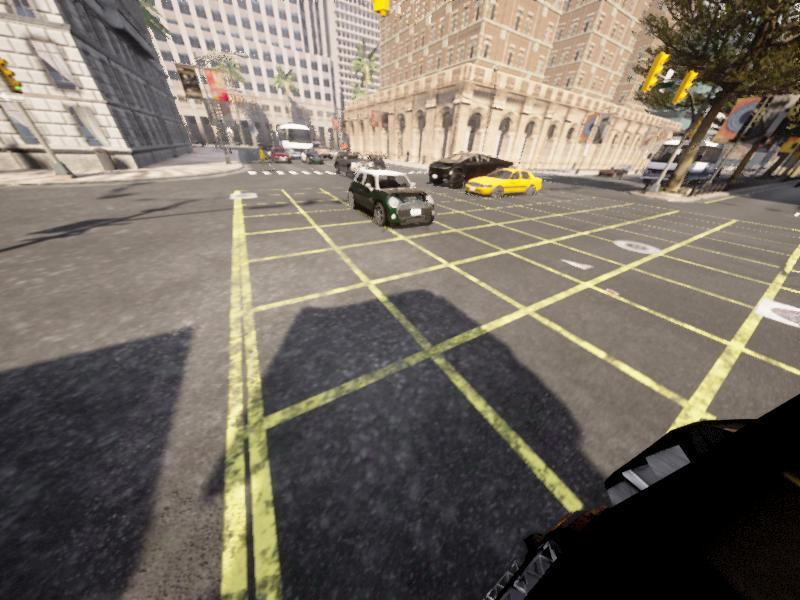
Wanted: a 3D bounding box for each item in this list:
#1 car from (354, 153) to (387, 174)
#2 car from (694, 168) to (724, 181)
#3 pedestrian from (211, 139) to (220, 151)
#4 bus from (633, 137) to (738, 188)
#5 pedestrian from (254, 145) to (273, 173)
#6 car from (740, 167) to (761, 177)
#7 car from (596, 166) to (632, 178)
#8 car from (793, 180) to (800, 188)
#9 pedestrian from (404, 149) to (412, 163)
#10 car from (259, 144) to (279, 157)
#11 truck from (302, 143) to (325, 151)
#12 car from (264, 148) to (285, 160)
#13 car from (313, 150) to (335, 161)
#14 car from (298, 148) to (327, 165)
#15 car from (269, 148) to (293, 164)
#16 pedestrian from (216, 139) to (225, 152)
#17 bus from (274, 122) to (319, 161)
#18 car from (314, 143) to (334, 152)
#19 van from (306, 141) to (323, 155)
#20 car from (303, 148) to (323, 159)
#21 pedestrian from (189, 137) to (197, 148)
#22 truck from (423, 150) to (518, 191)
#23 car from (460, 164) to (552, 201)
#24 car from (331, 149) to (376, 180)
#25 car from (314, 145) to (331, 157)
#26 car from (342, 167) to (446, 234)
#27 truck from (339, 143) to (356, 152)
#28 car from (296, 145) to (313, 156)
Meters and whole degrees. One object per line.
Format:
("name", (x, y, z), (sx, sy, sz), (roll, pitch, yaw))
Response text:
("car", (-3.044, -13.875, 23.404), (1.816, 1.474, 4.193), (-15, 38, -26))
("car", (48.131, -19.583, 36.069), (1.845, 1.501, 3.633), (27, 41, 32))
("pedestrian", (-34.439, -29.016, 43.152), (0.751, 1.860, 0.751), (-12, 36, -21))
("bus", (32.111, -15.442, 26.055), (10.273, 4.253, 3.944), (-16, 38, -26))
("pedestrian", (-10.778, -11.142, 18.257), (0.751, 1.860, 0.751), (-21, 40, -32))
("car", (84.795, -30.975, 55.915), (4.605, 1.855, 1.932), (-24, 42, -34))
("car", (30.014, -18.018, 32.461), (4.718, 1.301, 1.895), (-16, 38, -26))
("car", (56.894, -16.311, 31.863), (3.806, 1.475, 1.970), (-16, 38, -26))
("pedestrian", (1.260, -22.677, 36.399), (0.751, 1.860, 0.751), (-16, 38, -26))
("car", (-21.477, -24.492, 37.828), (2.242, 1.667, 4.611), (-15, 38, -26))
("truck", (-27.989, -49.417, 74.645), (6.274, 2.098, 2.390), (-22, 41, -32))
("car", (-17.984, -20.846, 32.929), (1.895, 1.301, 4.718), (-16, 38, -26))
("car", (-11.924, -22.561, 36.007), (1.895, 1.301, 4.718), (-16, 38, -26))
("car", (-10.962, -17.898, 28.813), (2.038, 1.542, 4.974), (-16, 38, -26))
("car", (-14.517, -17.527, 28.046), (1.812, 1.442, 4.674), (-16, 38, -26))
("pedestrian", (-32.323, -27.890, 41.616), (0.751, 1.860, 0.751), (-17, 38, -27))
("bus", (-15.950, -24.107, 35.345), (3.944, 4.253, 10.273), (-16, 38, -26))
("car", (-23.868, -47.822, 72.618), (2.150, 2.045, 5.566), (26, 40, 30))
("van", (-19.520, -34.505, 52.352), (1.988, 2.561, 5.915), (-16, 38, -26))
("car", (-15.481, -26.142, 41.056), (2.033, 1.411, 5.357), (-16, 38, -26))
("pedestrian", (-44.606, -33.941, 49.797), (0.751, 1.860, 0.751), (-16, 38, -26))
("truck", (5.007, -9.176, 16.369), (6.274, 2.098, 2.390), (-16, 38, -26))
("car", (6.370, -7.119, 13.832), (5.366, 1.575, 1.801), (-16, 38, -26))
("car", (-3.842, -11.106, 18.790), (1.932, 1.855, 4.605), (-16, 37, -26))
("car", (-15.934, -30.639, 47.462), (2.097, 1.767, 4.553), (-16, 38, -26))
("car", (-0.431, -3.804, 8.366), (1.970, 1.475, 3.806), (-16, 38, -26))
("truck", (-18.636, -54.476, 82.711), (5.204, 2.467, 2.627), (-16, 38, -26))
("car", (-19.099, -29.804, 46.104), (2.152, 1.651, 5.027), (-15, 38, -26))
